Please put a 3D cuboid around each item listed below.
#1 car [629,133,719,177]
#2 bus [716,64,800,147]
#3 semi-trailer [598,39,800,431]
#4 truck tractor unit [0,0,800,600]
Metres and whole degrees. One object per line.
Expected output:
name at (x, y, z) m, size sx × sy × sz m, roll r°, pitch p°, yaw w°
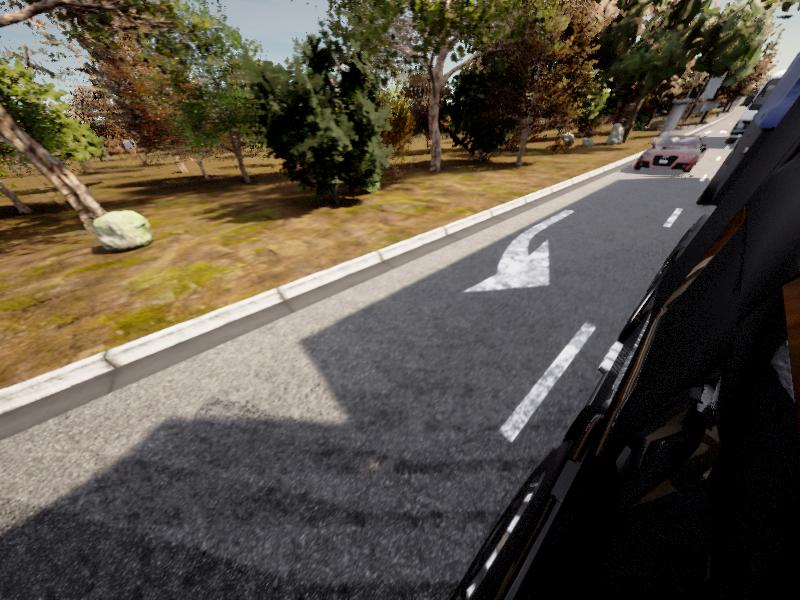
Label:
car at (13.402, -7.208, 11.298) m, size 4.181 × 1.385 × 1.994 m, roll -28°, pitch 44°, yaw -30°
bus at (28.967, -14.596, 17.500) m, size 10.273 × 4.253 × 3.944 m, roll -29°, pitch 44°, yaw -30°
semi-trailer at (8.693, -3.602, 4.242) m, size 14.254 × 4.402 × 2.717 m, roll -28°, pitch 44°, yaw -30°
truck tractor unit at (2.645, -0.295, 0.351) m, size 6.516 × 4.208 × 3.053 m, roll -28°, pitch 44°, yaw -30°
